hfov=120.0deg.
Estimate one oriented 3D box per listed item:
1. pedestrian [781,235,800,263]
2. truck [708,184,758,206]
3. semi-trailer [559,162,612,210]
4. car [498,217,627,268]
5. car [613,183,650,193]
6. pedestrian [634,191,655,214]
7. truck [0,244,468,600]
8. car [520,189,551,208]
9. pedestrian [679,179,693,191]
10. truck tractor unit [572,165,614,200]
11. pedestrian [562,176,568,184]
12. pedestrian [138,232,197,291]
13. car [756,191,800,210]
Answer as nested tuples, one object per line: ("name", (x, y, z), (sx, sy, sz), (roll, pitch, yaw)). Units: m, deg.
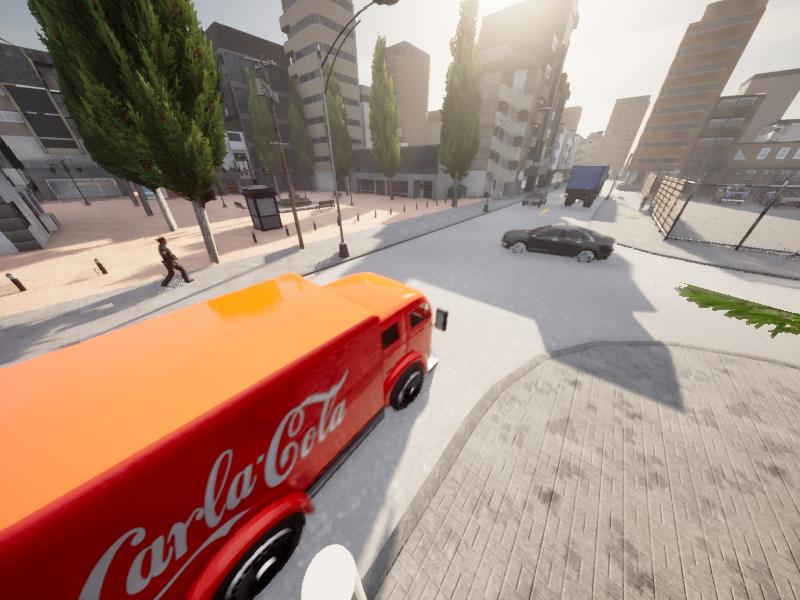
("pedestrian", (18.812, -2.639, 10.442), (0.751, 1.860, 0.751), (21, 36, 32))
("truck", (40.630, -13.001, 28.353), (2.069, 2.038, 4.478), (23, 37, 34))
("semi-trailer", (23.324, -14.475, 28.657), (2.717, 4.402, 14.254), (23, 37, 34))
("car", (7.875, -3.078, 11.846), (4.892, 1.490, 1.837), (15, 32, 23))
("car", (42.483, -20.731, 42.545), (4.181, 1.385, 1.994), (15, 33, 24))
("pedestrian", (23.143, -9.260, 21.911), (0.751, 1.860, 0.751), (23, 37, 34))
("truck", (-1.548, 1.192, 3.470), (2.627, 2.467, 5.204), (23, 37, 34))
("car", (16.042, -12.014, 27.288), (2.007, 1.525, 4.514), (23, 37, 34))
("pedestrian", (52.009, -20.885, 42.045), (0.751, 1.860, 0.751), (19, 35, 29))
("truck tractor unit", (28.406, -17.423, 33.963), (3.053, 4.208, 6.516), (23, 37, 34))
("pedestrian", (43.154, -31.497, 60.443), (0.751, 1.860, 0.751), (-26, 39, -37))
("pedestrian", (-8.262, -1.385, 8.288), (0.751, 1.860, 0.751), (20, 36, 31))
("car", (43.557, -11.395, 26.194), (2.033, 1.415, 5.357), (23, 37, 34))
